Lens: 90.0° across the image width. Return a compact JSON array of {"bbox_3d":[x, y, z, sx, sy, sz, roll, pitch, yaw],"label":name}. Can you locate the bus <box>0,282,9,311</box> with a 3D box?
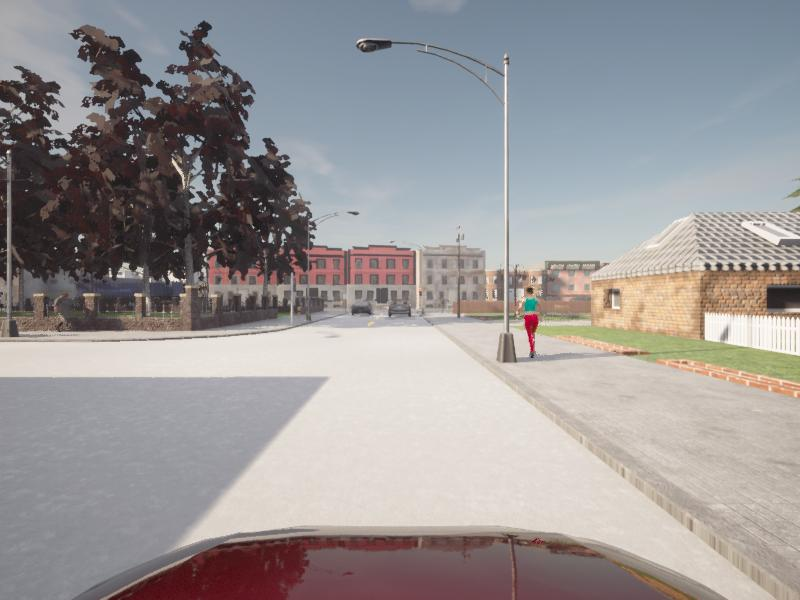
[{"bbox_3d":[-64.216,-0.534,58.485,10.273,4.253,3.944,0,0,0],"label":"bus"}]

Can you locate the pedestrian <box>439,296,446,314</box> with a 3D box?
[{"bbox_3d":[4.528,0.525,42.588,0.751,1.860,0.751,0,0,8],"label":"pedestrian"}]

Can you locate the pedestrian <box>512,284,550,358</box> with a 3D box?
[{"bbox_3d":[3.405,0.533,10.425,0.751,1.860,0.751,0,0,2],"label":"pedestrian"}]

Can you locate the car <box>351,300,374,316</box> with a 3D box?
[{"bbox_3d":[-3.883,0.823,41.746,1.882,1.535,5.008,0,0,1],"label":"car"}]

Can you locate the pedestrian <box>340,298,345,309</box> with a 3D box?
[{"bbox_3d":[-9.712,0.533,67.242,0.751,1.860,0.751,0,0,1],"label":"pedestrian"}]

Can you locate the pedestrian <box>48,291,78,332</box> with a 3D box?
[{"bbox_3d":[-15.518,0.534,18.432,0.751,1.860,0.751,0,0,0],"label":"pedestrian"}]

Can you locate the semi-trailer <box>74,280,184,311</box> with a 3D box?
[{"bbox_3d":[-39.374,-0.620,58.382,14.254,4.402,2.717,0,0,0],"label":"semi-trailer"}]

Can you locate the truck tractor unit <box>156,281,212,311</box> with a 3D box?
[{"bbox_3d":[-31.457,-0.526,58.370,6.516,4.208,3.053,0,0,0],"label":"truck tractor unit"}]

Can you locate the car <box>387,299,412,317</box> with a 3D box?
[{"bbox_3d":[-0.002,0.756,39.227,2.242,1.667,4.611,0,0,1],"label":"car"}]

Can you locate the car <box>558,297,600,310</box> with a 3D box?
[{"bbox_3d":[27.832,0.568,62.390,5.566,2.045,2.150,0,0,0],"label":"car"}]
